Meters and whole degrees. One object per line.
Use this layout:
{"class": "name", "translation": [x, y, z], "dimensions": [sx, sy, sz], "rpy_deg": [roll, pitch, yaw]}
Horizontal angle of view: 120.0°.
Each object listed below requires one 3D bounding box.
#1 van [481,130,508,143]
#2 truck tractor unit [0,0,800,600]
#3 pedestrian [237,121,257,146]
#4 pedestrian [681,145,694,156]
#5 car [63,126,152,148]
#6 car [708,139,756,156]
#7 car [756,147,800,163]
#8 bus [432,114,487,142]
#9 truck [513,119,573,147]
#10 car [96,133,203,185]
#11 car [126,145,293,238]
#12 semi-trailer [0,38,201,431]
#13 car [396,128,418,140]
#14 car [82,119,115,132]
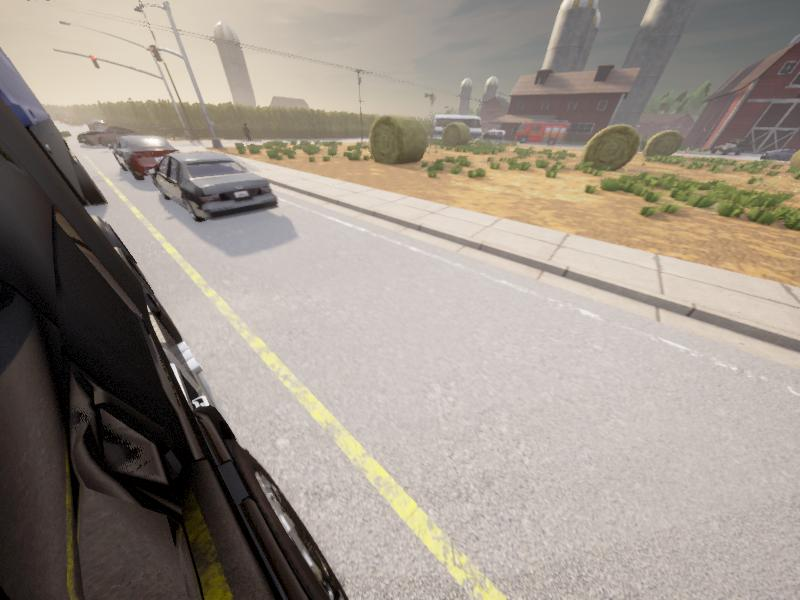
{"class": "van", "translation": [19.876, -34.417, 48.496], "dimensions": [4.480, 2.038, 2.069], "rpy_deg": [25, 43, 27]}
{"class": "truck tractor unit", "translation": [-2.645, -0.295, 0.351], "dimensions": [6.516, 4.208, 3.053], "rpy_deg": [28, 44, 30]}
{"class": "pedestrian", "translation": [-14.405, -15.686, 21.837], "dimensions": [0.751, 1.860, 0.751], "rpy_deg": [15, 39, 16]}
{"class": "pedestrian", "translation": [37.458, -19.475, 30.124], "dimensions": [0.500, 1.100, 0.500], "rpy_deg": [27, 44, 29]}
{"class": "car", "translation": [-24.888, -14.123, 19.927], "dimensions": [1.994, 1.385, 4.181], "rpy_deg": [10, 38, 10]}
{"class": "car", "translation": [50.559, -23.312, 35.254], "dimensions": [3.866, 1.878, 1.905], "rpy_deg": [-4, 43, -5]}
{"class": "car", "translation": [48.797, -18.075, 28.899], "dimensions": [4.181, 1.385, 1.994], "rpy_deg": [25, 43, 28]}
{"class": "bus", "translation": [12.162, -36.151, 48.565], "dimensions": [10.273, 4.253, 3.944], "rpy_deg": [7, 37, 6]}
{"class": "truck", "translation": [26.965, -31.842, 43.978], "dimensions": [8.468, 3.827, 2.891], "rpy_deg": [25, 43, 27]}
{"class": "car", "translation": [-11.359, -6.543, 10.448], "dimensions": [4.792, 1.488, 2.163], "rpy_deg": [28, 44, 30]}
{"class": "car", "translation": [-5.711, -3.514, 6.804], "dimensions": [5.357, 1.411, 2.033], "rpy_deg": [28, 44, 30]}
{"class": "semi-trailer", "translation": [-8.674, -3.611, 4.268], "dimensions": [14.254, 4.402, 2.717], "rpy_deg": [28, 44, 30]}
{"class": "car", "translation": [1.366, -32.785, 45.626], "dimensions": [2.097, 1.767, 4.553], "rpy_deg": [26, 43, 28]}
{"class": "car", "translation": [-46.639, -26.993, 35.737], "dimensions": [4.792, 1.488, 2.163], "rpy_deg": [26, 43, 28]}
